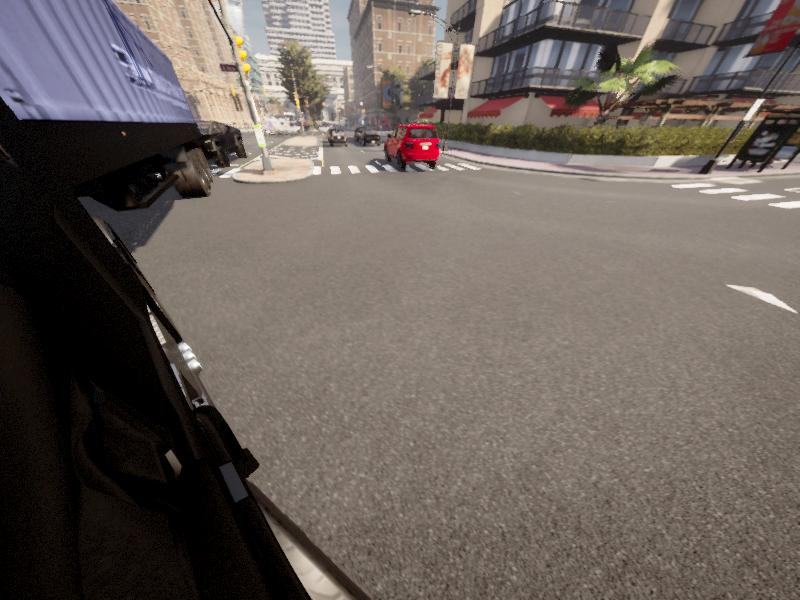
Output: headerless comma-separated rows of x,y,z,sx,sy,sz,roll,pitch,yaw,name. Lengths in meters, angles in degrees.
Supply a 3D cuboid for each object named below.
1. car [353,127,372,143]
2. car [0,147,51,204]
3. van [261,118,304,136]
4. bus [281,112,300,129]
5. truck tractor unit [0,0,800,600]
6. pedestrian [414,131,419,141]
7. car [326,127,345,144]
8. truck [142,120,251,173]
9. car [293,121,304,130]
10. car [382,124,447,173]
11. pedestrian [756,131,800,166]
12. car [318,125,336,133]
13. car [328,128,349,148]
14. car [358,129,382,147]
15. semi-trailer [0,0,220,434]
-5.088,-22.081,30.819,1.851,1.617,3.988,-9,39,-12,car
-13.302,-3.052,6.086,1.994,1.385,4.181,0,38,-2,car
-21.014,-31.278,41.775,6.366,2.431,2.351,-9,39,-13,van
-37.167,-61.128,78.765,3.944,4.253,10.273,-9,39,-12,bus
-2.645,-0.295,0.351,6.516,4.208,3.053,28,43,30,truck tractor unit
2.242,-22.286,31.367,0.500,1.100,0.500,-9,39,-12,pedestrian
-8.268,-21.067,29.499,2.007,1.525,4.514,-9,39,-12,car
-11.211,-9.264,13.613,2.390,2.098,6.274,-9,39,-12,truck
-29.769,-51.339,68.009,2.150,2.045,5.566,-9,39,-12,car
0.598,-9.489,14.195,2.150,2.045,5.566,-9,39,-13,car
24.773,-9.798,14.971,0.751,1.860,0.751,-9,39,-12,pedestrian
-16.414,-38.290,51.732,3.633,1.501,1.845,-9,39,-13,car
-6.656,-17.424,24.771,1.789,1.549,3.705,-9,39,-12,car
-3.442,-18.294,26.020,1.837,1.490,4.892,-9,39,-12,car
-7.115,-4.332,5.357,2.717,4.402,14.254,-19,42,-23,semi-trailer
